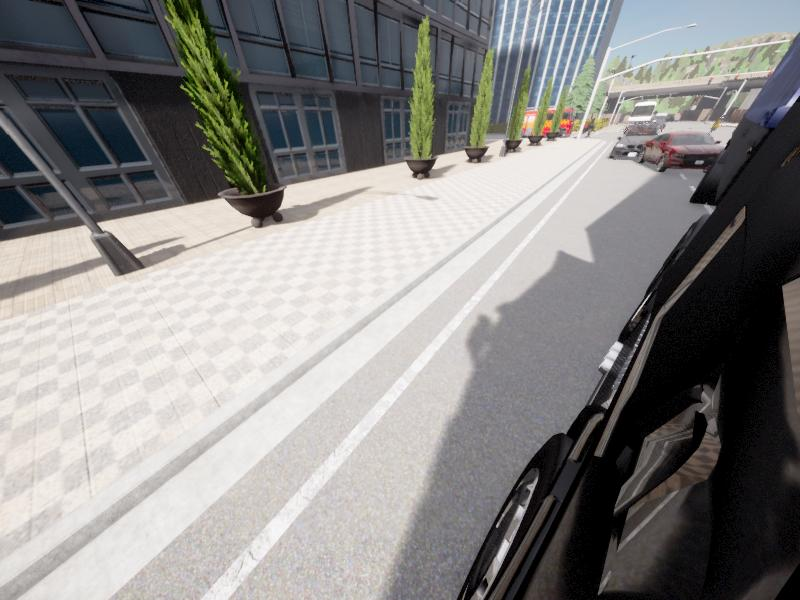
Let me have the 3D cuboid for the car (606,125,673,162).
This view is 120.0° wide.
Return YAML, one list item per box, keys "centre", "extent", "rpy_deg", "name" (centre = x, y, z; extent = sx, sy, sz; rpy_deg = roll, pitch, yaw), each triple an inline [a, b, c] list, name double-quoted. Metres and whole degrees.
- centre: [15.339, -10.202, 14.939]
  extent: [2.242, 1.667, 4.611]
  rpy_deg: [24, 44, 32]
  name: "car"

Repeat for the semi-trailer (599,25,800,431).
- centre: [8.612, -3.663, 4.311]
  extent: [14.254, 4.402, 2.717]
  rpy_deg: [-29, 44, -31]
  name: "semi-trailer"

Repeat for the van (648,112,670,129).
- centre: [55.750, -38.729, 49.793]
  extent: [1.988, 2.561, 5.915]
  rpy_deg: [24, 45, 31]
  name: "van"

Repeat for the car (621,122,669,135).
- centre: [35.518, -24.939, 33.607]
  extent: [4.181, 1.385, 1.994]
  rpy_deg: [3, 37, 7]
  name: "car"

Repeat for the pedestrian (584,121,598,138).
- centre: [26.034, -23.271, 31.515]
  extent: [0.751, 1.860, 0.751]
  rpy_deg: [24, 44, 31]
  name: "pedestrian"

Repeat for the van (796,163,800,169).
- centre: [17.142, -5.094, 7.357]
  extent: [2.351, 2.431, 6.366]
  rpy_deg: [24, 44, 31]
  name: "van"

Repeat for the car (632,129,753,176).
- centre: [13.794, -7.438, 11.429]
  extent: [1.882, 1.535, 5.008]
  rpy_deg: [14, 40, 22]
  name: "car"

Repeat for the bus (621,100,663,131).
- centre: [47.627, -36.324, 45.658]
  extent: [3.944, 4.253, 10.273]
  rpy_deg: [24, 44, 31]
  name: "bus"

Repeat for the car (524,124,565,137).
- centre: [23.747, -27.968, 38.150]
  extent: [5.238, 1.638, 1.930]
  rpy_deg: [24, 44, 31]
  name: "car"

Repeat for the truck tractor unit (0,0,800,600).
- centre: [2.645, -0.295, 0.351]
  extent: [6.516, 4.208, 3.053]
  rpy_deg: [-28, 44, -30]
  name: "truck tractor unit"

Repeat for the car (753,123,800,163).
- centre: [21.891, -8.433, 12.289]
  extent: [2.128, 1.511, 4.902]
  rpy_deg: [24, 44, 31]
  name: "car"

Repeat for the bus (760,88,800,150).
- centre: [29.343, -12.148, 14.502]
  extent: [3.944, 4.253, 10.273]
  rpy_deg: [24, 44, 31]
  name: "bus"

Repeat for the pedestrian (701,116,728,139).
- centre: [31.566, -17.318, 23.224]
  extent: [0.751, 1.860, 0.751]
  rpy_deg: [22, 43, 29]
  name: "pedestrian"

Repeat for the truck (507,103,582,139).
- centre: [21.621, -27.048, 35.231]
  extent: [8.468, 3.827, 2.891]
  rpy_deg: [25, 45, 32]
  name: "truck"

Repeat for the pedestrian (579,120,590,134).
- centre: [31.369, -29.310, 39.250]
  extent: [0.751, 1.860, 0.751]
  rpy_deg: [23, 44, 30]
  name: "pedestrian"
